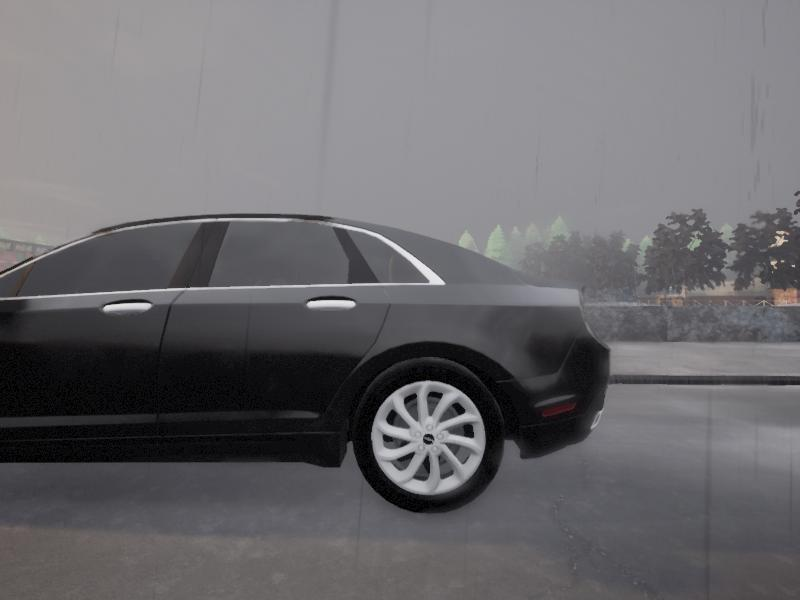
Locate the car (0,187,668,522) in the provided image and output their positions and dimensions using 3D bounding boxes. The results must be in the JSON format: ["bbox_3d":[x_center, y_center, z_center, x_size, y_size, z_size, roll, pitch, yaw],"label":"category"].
[{"bbox_3d":[-1.222,0.244,2.779,4.892,1.490,1.837,0,0,2],"label":"car"}]

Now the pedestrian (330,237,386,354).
[{"bbox_3d":[-0.688,-0.067,6.785,0.751,1.860,0.751,0,0,12],"label":"pedestrian"}]

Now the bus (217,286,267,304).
[{"bbox_3d":[-37.225,-1.139,94.305,10.273,4.253,3.944,0,0,2],"label":"bus"}]

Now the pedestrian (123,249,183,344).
[{"bbox_3d":[-5.006,-0.067,8.156,0.751,1.860,0.751,0,0,3],"label":"pedestrian"}]

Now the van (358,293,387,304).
[{"bbox_3d":[-6.049,-0.227,89.398,6.366,2.431,2.351,0,0,2],"label":"van"}]
